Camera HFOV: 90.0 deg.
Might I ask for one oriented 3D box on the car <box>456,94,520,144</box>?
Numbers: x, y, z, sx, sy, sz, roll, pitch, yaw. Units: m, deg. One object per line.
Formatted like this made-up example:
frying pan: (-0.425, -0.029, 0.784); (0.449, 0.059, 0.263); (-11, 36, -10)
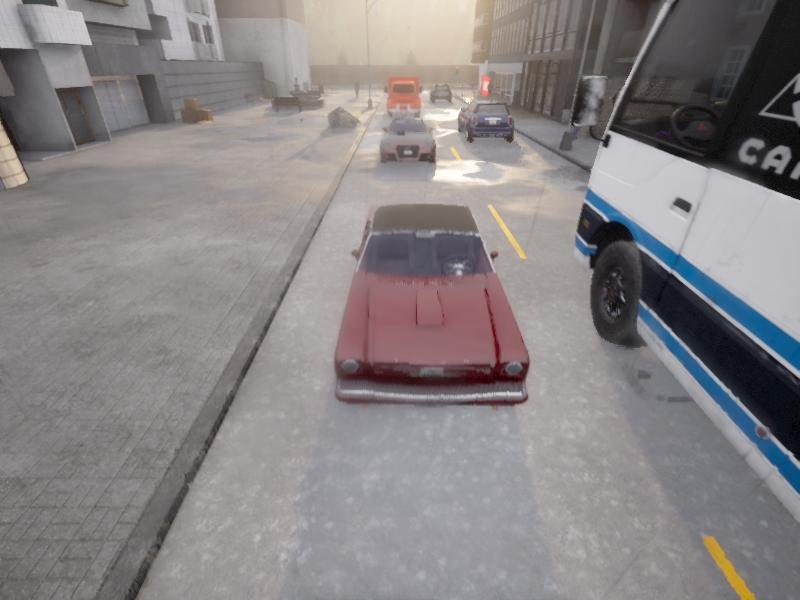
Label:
car: (4.098, -8.898, 19.453); (2.097, 1.767, 4.553); (0, 30, 0)

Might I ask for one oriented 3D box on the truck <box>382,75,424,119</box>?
truck: (0.261, -14.347, 28.121); (2.627, 2.467, 5.204); (1, 30, 1)

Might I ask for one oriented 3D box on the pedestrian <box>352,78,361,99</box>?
pedestrian: (-4.380, -21.410, 40.541); (0.751, 1.860, 0.751); (-2, 30, -3)

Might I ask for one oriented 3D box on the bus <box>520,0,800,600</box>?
bus: (3.921, 0.450, 1.053); (3.944, 4.253, 10.273); (0, 32, 0)

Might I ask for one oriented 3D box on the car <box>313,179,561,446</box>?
car: (0.318, -0.409, 5.422); (1.895, 1.301, 4.718); (1, 30, 1)

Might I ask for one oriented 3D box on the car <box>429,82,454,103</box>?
car: (3.986, -20.423, 39.334); (2.033, 1.649, 4.856); (0, 30, 0)

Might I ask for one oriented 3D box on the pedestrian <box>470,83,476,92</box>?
pedestrian: (9.280, -27.117, 51.043); (0.500, 1.100, 0.500); (-10, 32, -17)

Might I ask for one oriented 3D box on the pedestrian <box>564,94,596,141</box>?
pedestrian: (7.941, -8.095, 17.760); (0.751, 1.860, 0.751); (2, 30, 3)

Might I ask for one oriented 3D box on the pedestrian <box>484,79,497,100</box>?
pedestrian: (8.868, -20.632, 39.211); (0.751, 1.860, 0.751); (-8, 31, -13)

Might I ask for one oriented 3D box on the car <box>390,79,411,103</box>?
car: (0.036, -20.672, 39.502); (1.905, 1.878, 3.866); (0, 30, 0)

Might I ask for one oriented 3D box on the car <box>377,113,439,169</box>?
car: (0.301, -6.120, 15.122); (1.994, 1.385, 4.181); (1, 30, 1)
